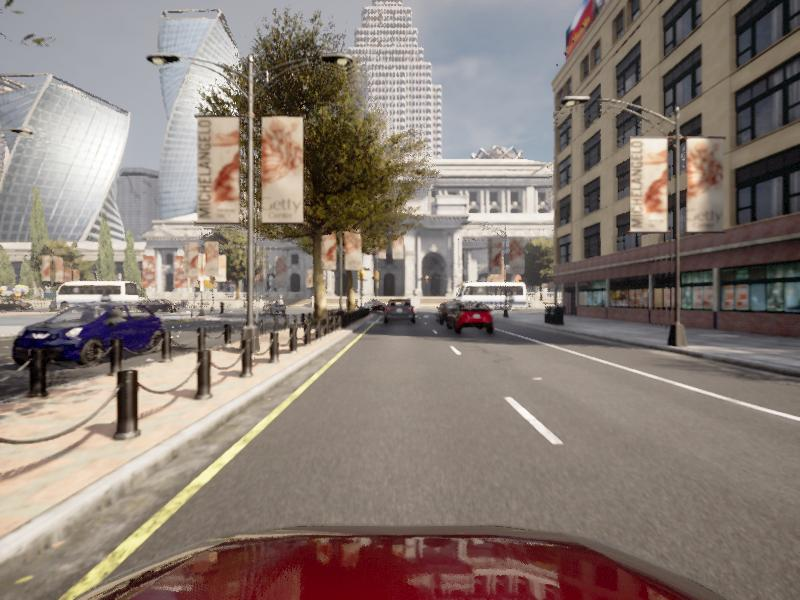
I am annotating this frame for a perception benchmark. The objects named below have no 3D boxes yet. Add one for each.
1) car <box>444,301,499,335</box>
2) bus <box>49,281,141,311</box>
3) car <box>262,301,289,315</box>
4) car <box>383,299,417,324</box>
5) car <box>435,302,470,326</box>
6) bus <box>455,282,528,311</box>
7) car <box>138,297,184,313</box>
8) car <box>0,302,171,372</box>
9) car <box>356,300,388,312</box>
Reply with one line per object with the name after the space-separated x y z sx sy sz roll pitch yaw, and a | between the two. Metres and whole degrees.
3.494 0.823 20.392 2.007 1.525 4.514 0 0 0 | car
-43.932 -0.555 57.950 10.273 4.253 3.944 0 0 0 | bus
-13.807 0.815 44.235 1.845 1.501 3.633 0 0 -33 | car
-0.013 0.747 28.913 2.242 1.667 4.611 0 0 0 | car
3.447 0.862 27.041 1.812 1.442 4.674 0 0 0 | car
13.895 -0.549 61.283 10.273 4.253 3.944 0 0 0 | bus
-30.475 0.644 51.071 4.605 1.855 1.932 -1 0 0 | car
-8.003 0.823 10.575 1.845 1.501 3.633 0 0 0 | car
-3.759 0.809 52.999 2.038 1.542 4.974 0 0 -33 | car
